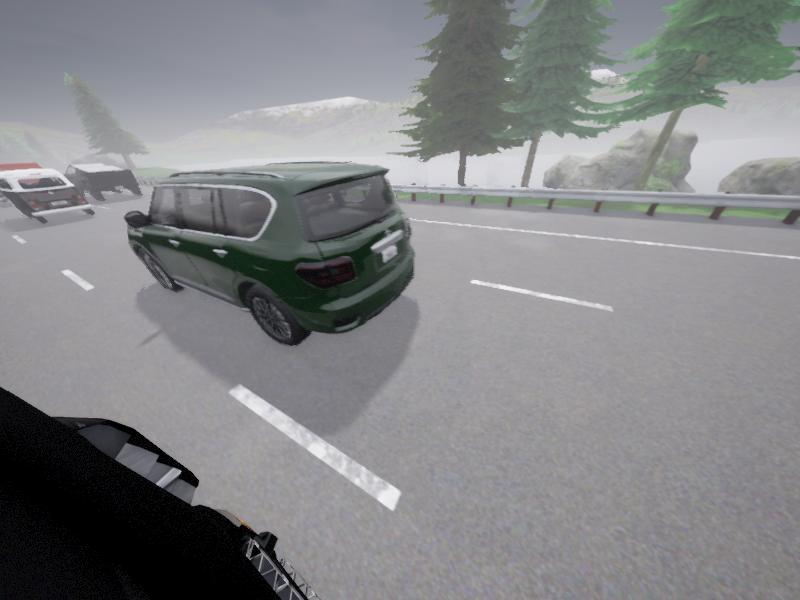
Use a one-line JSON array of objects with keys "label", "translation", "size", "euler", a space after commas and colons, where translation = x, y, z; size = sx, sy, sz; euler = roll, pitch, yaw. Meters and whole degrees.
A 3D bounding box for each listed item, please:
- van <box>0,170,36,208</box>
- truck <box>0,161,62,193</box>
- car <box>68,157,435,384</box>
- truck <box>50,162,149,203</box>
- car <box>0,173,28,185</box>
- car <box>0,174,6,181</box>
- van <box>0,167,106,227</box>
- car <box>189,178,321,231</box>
[{"label": "van", "translation": [-27.910, -7.378, 15.370], "size": [4.480, 2.038, 2.069], "euler": [8, 35, 16]}, {"label": "truck", "translation": [-38.198, -12.203, 23.022], "size": [5.204, 2.467, 2.627], "euler": [7, 35, 14]}, {"label": "car", "translation": [-2.460, -1.114, 3.959], "size": [5.566, 2.045, 2.150], "euler": [15, 38, 25]}, {"label": "truck", "translation": [-21.167, -8.389, 16.295], "size": [6.274, 2.098, 2.390], "euler": [15, 38, 25]}, {"label": "car", "translation": [-57.634, -17.893, 34.134], "size": [4.718, 1.301, 1.895], "euler": [15, 38, 25]}, {"label": "car", "translation": [-75.761, -23.010, 42.723], "size": [4.605, 1.855, 1.932], "euler": [15, 38, 25]}, {"label": "van", "translation": [-16.867, -4.990, 10.914], "size": [4.480, 2.038, 2.069], "euler": [15, 38, 25]}, {"label": "car", "translation": [-5.663, -3.884, 9.042], "size": [4.718, 1.301, 1.895], "euler": [15, 38, 25]}]
